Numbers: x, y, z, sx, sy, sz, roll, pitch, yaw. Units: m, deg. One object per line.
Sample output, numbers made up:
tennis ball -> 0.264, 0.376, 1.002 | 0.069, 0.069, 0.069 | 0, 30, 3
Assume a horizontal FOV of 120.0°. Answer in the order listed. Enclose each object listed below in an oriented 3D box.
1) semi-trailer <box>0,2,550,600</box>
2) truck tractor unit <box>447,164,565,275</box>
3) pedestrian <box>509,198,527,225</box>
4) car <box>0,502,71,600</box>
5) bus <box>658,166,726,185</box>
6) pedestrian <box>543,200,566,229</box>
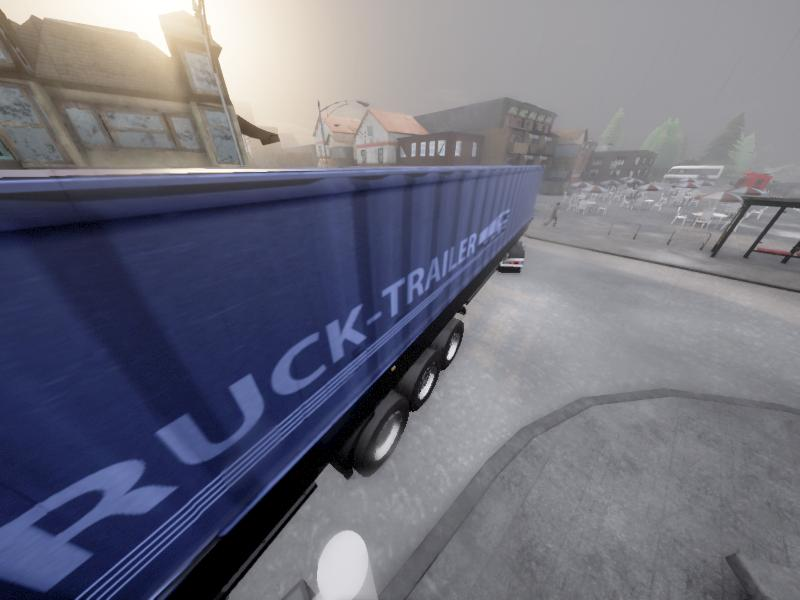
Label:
semi-trailer -> 0.946, -1.282, 6.012 | 2.717, 4.402, 14.254 | 19, 35, 29
truck tractor unit -> 4.493, -4.632, 11.999 | 3.053, 4.208, 6.516 | 3, 31, 4
pedestrian -> 9.168, -6.912, 18.067 | 0.751, 1.860, 0.751 | 7, 31, 12
car -> -4.781, 3.574, 0.678 | 1.994, 1.385, 4.181 | 23, 37, 33
bus -> 77.654, -33.383, 61.772 | 3.944, 4.253, 10.273 | -23, 37, -34
pedestrian -> 11.354, -6.298, 17.004 | 0.751, 1.860, 0.751 | 9, 31, 14
